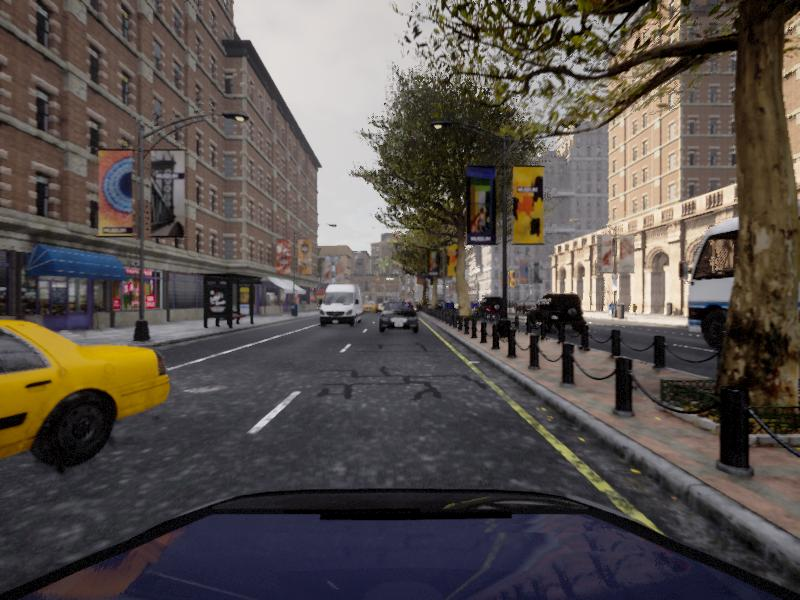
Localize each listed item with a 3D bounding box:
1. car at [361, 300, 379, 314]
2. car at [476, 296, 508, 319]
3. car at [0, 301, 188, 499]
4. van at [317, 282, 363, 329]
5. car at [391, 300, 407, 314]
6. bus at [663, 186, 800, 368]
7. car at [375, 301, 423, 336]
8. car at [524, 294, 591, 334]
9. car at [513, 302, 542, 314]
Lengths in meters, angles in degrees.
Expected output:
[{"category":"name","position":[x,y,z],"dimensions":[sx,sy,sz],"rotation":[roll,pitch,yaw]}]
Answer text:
[{"category":"car","position":[-3.608,0.792,48.441],"dimensions":[1.801,1.575,5.366],"rotation":[0,0,0]},{"category":"car","position":[7.923,0.639,34.923],"dimensions":[1.905,1.878,3.866],"rotation":[0,0,0]},{"category":"car","position":[-4.200,0.801,2.741],"dimensions":[1.801,1.575,5.366],"rotation":[0,0,12]},{"category":"van","position":[-3.556,0.317,24.878],"dimensions":[1.988,2.561,5.915],"rotation":[0,0,0]},{"category":"car","position":[-0.108,0.778,47.335],"dimensions":[1.851,1.617,3.988],"rotation":[0,0,0]},{"category":"bus","position":[11.350,-0.539,9.097],"dimensions":[3.944,4.253,10.273],"rotation":[0,0,0]},{"category":"car","position":[-0.046,0.832,20.138],"dimensions":[2.128,1.511,4.902],"rotation":[0,0,0]},{"category":"car","position":[7.950,0.641,20.571],"dimensions":[1.905,1.878,3.866],"rotation":[0,0,0]},{"category":"car","position":[14.646,0.929,46.279],"dimensions":[1.895,1.301,4.718],"rotation":[0,0,0]}]
